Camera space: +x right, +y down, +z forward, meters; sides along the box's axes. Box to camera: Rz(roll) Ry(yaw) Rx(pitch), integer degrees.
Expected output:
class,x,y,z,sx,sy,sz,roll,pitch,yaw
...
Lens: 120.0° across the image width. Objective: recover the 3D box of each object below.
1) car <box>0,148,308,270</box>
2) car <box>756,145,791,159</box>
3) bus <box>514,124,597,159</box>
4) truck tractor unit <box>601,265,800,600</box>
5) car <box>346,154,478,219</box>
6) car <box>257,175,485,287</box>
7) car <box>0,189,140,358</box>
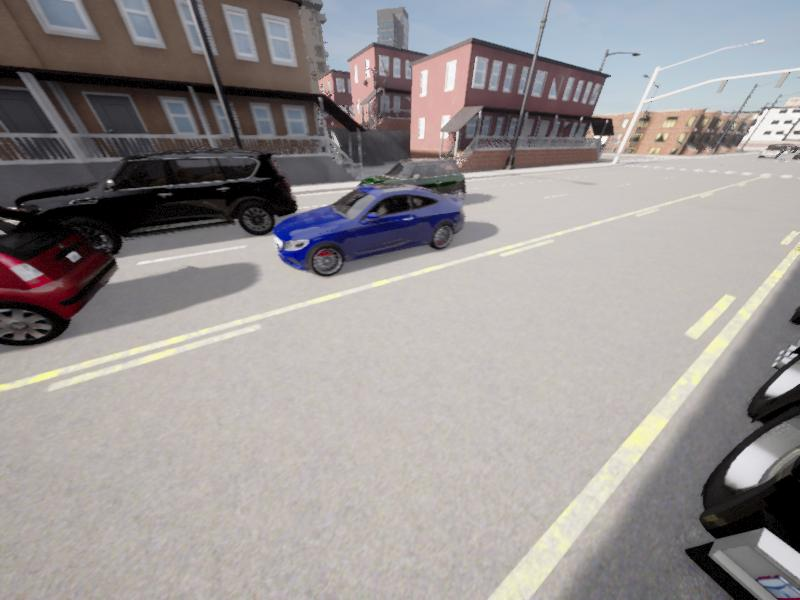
class,x,y,z,sx,sy,sz,roll,pitch,yaw
car,-5.765,-2.771,6.151,5.566,2.045,2.150,-18,39,-24
car,62.604,-24.827,38.720,4.605,1.855,1.932,-18,39,-24
bus,25.582,-26.712,38.980,3.944,4.253,10.273,-18,39,-24
truck tractor unit,5.116,-0.295,0.782,6.516,4.208,3.053,-18,39,-24
car,0.493,-4.706,9.218,4.553,1.767,2.097,-18,39,-24
car,-0.490,-1.934,5.527,4.674,1.442,1.812,-18,39,-24
car,-6.444,-0.083,2.661,3.988,1.617,1.851,-18,39,-24
